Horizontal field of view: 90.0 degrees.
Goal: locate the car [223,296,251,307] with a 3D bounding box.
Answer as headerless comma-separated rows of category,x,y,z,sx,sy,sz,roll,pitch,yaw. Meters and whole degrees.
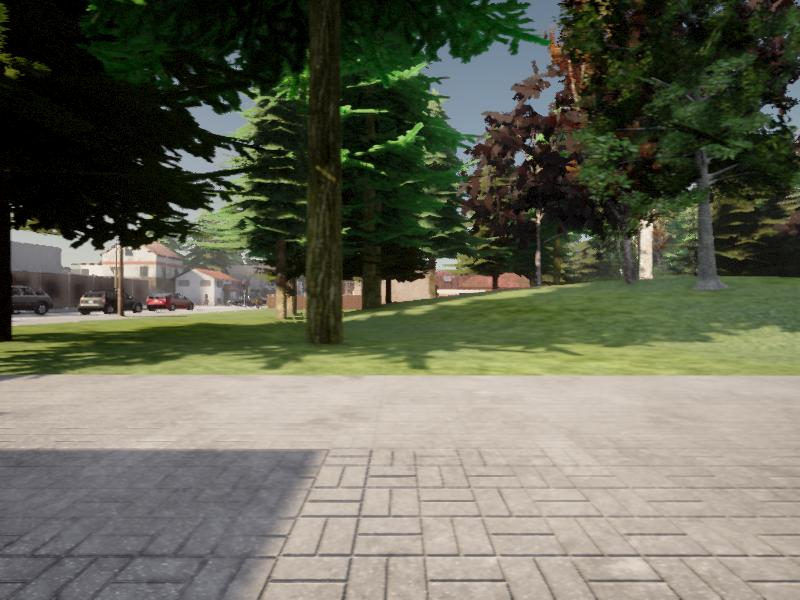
car,-24.162,0.177,59.370,1.789,1.549,3.705,0,0,19

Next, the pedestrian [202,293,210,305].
pedestrian,-29.631,-0.116,61.116,0.751,1.860,0.751,0,0,20

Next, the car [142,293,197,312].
car,-18.913,0.197,33.048,2.007,1.525,4.514,0,0,-2

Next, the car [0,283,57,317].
car,-23.052,0.014,23.427,1.932,1.855,4.605,0,0,0

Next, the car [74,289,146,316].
car,-19.053,0.156,26.544,1.851,1.617,3.988,0,0,0

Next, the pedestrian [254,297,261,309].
pedestrian,-13.869,0.290,38.982,0.500,1.100,0.500,0,0,0
